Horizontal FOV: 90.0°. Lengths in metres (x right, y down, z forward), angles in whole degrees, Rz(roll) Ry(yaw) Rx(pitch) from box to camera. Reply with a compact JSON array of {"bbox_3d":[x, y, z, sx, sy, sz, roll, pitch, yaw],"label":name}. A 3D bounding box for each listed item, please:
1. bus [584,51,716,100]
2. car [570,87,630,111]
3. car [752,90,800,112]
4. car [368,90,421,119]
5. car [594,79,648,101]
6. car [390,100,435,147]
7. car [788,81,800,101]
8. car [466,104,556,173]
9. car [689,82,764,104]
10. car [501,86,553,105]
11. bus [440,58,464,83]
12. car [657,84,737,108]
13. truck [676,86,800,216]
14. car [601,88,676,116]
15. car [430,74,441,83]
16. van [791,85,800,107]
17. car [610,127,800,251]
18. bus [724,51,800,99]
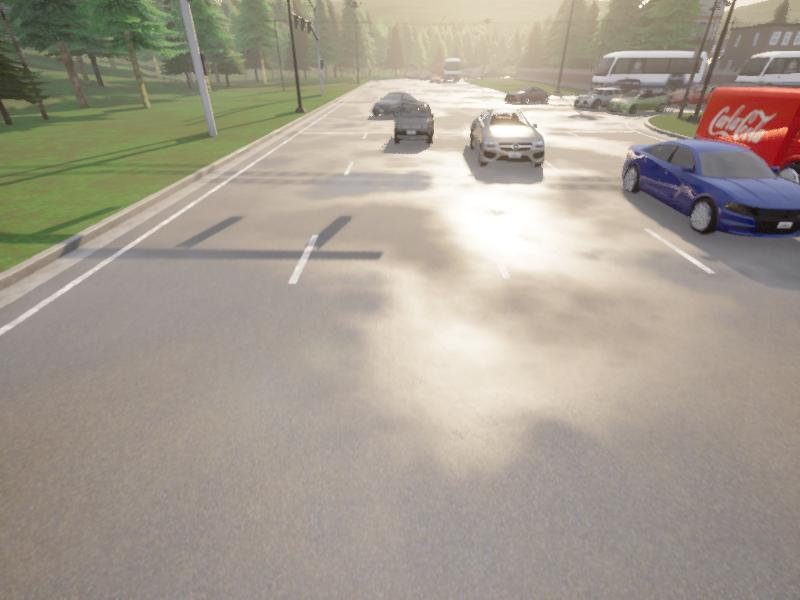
[{"bbox_3d":[25.552,-23.373,41.615,10.273,4.253,3.944,0,30,-1],"label":"bus"},{"bbox_3d":[15.790,-15.942,31.691,3.806,1.475,1.970,-13,33,-21],"label":"car"},{"bbox_3d":[29.913,-15.133,30.419,4.181,1.385,1.994,0,30,1],"label":"car"},{"bbox_3d":[-0.276,-13.610,27.748,1.812,1.442,4.674,12,32,20],"label":"car"},{"bbox_3d":[21.563,-20.566,39.164,3.866,1.878,1.905,-2,30,-2],"label":"car"},{"bbox_3d":[0.650,-8.135,18.307,1.789,1.549,3.705,2,30,5],"label":"car"},{"bbox_3d":[41.894,-20.551,39.360,4.611,1.667,2.242,2,30,2],"label":"car"},{"bbox_3d":[3.825,-6.175,14.897,2.152,1.651,5.027,1,30,2],"label":"car"},{"bbox_3d":[29.577,-18.809,36.386,4.611,1.667,2.242,0,30,0],"label":"car"},{"bbox_3d":[11.581,-18.713,36.521,4.181,1.385,1.994,-17,34,-26],"label":"car"},{"bbox_3d":[10.802,-48.389,84.251,3.944,4.253,10.273,0,30,1],"label":"bus"},{"bbox_3d":[24.600,-16.983,33.274,4.611,1.667,2.242,-1,30,-2],"label":"car"},{"bbox_3d":[10.704,-4.272,10.817,2.627,2.467,5.204,1,30,2],"label":"truck"},{"bbox_3d":[17.239,-14.350,28.929,4.514,1.525,2.007,-12,32,-20],"label":"car"},{"bbox_3d":[7.065,-44.111,79.643,1.801,1.575,5.366,0,30,0],"label":"car"},{"bbox_3d":[35.984,-17.196,33.322,4.442,1.987,1.775,0,30,0],"label":"van"},{"bbox_3d":[7.118,-2.871,9.348,1.882,1.535,5.008,1,30,1],"label":"car"},{"bbox_3d":[41.394,-23.577,41.964,10.273,4.253,3.944,0,30,1],"label":"bus"}]
